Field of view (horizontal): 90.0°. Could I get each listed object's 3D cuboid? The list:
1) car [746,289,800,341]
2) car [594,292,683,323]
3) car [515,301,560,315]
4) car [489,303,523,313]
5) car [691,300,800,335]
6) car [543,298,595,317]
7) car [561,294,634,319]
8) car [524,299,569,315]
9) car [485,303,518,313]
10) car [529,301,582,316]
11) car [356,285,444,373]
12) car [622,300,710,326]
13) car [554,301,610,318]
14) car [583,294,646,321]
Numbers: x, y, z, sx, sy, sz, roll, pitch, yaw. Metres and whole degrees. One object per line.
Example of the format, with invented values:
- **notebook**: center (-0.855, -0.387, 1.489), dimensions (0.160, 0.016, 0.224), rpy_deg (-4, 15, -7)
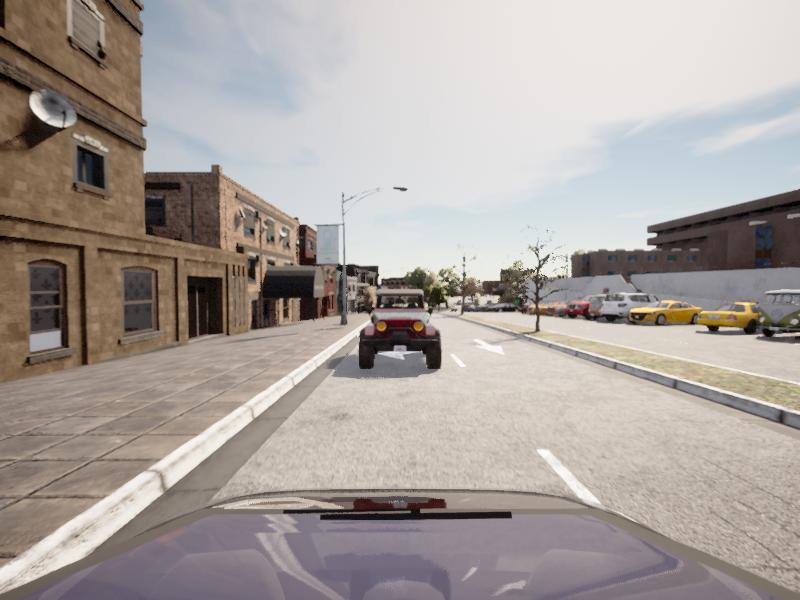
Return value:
- **car**: center (16.852, 0.581, 16.536), dimensions (4.442, 1.987, 1.878), rpy_deg (1, 0, -20)
- **car**: center (16.994, 0.552, 28.505), dimensions (5.566, 2.045, 2.435), rpy_deg (1, 0, -20)
- **car**: center (16.978, 0.996, 49.325), dimensions (5.008, 1.535, 2.097), rpy_deg (1, -1, -20)
- **car**: center (17.003, 1.312, 64.194), dimensions (5.008, 1.535, 2.097), rpy_deg (1, -1, -20)
- **car**: center (17.132, 0.804, 19.627), dimensions (5.366, 1.575, 1.946), rpy_deg (1, 0, -20)
- **car**: center (17.009, 0.753, 40.408), dimensions (4.553, 1.767, 2.185), rpy_deg (1, -1, -20)
- **car**: center (16.950, 0.577, 34.431), dimensions (5.566, 2.045, 2.435), rpy_deg (1, 0, -20)
- **car**: center (17.016, 0.826, 46.359), dimensions (4.553, 1.767, 2.185), rpy_deg (1, -1, -20)
- **car**: center (17.010, 1.392, 67.155), dimensions (5.008, 1.535, 2.097), rpy_deg (1, -1, -19)
- **car**: center (16.808, 0.904, 43.303), dimensions (5.366, 1.575, 1.946), rpy_deg (1, -1, -20)
- **car**: center (0.002, 0.632, 10.509), dimensions (1.905, 1.878, 3.866), rpy_deg (0, 0, 0)
- **car**: center (16.969, 0.800, 25.514), dimensions (5.008, 1.535, 2.097), rpy_deg (1, 0, -20)
- **car**: center (16.977, 0.889, 37.421), dimensions (4.674, 1.452, 2.002), rpy_deg (1, 0, -20)
- **car**: center (16.864, 0.586, 31.428), dimensions (4.442, 1.987, 1.878), rpy_deg (1, 0, -20)
